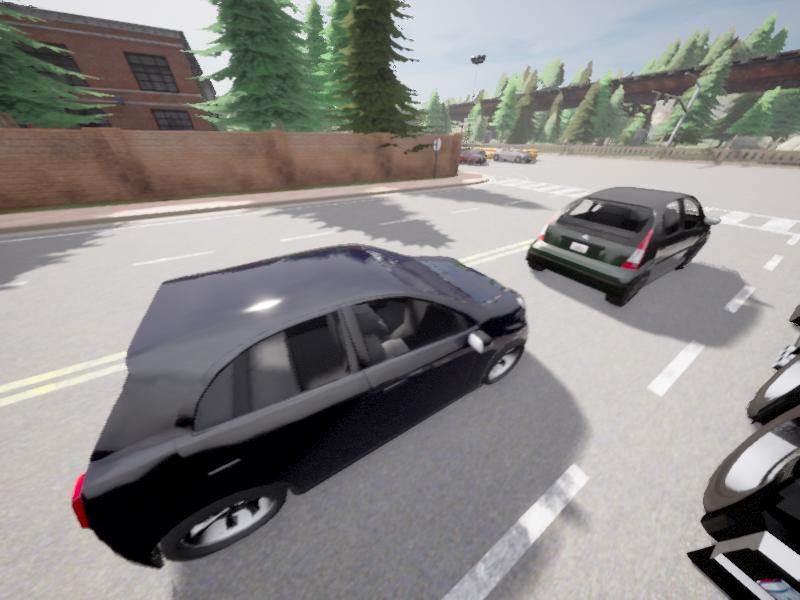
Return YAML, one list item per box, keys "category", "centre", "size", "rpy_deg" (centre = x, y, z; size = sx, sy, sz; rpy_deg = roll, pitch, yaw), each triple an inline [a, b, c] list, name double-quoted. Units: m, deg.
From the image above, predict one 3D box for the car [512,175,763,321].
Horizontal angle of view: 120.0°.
- category: "car"
  centre: [4.572, -1.360, 4.597]
  size: [3.988, 1.617, 1.851]
  rpy_deg: [-18, 39, -24]

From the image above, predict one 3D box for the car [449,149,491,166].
- category: "car"
  centre: [7.702, -15.966, 25.833]
  size: [1.994, 1.385, 4.181]
  rpy_deg: [-18, 39, -24]

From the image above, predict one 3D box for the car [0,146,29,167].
- category: "car"
  centre: [-37.784, -13.183, 21.258]
  size: [1.837, 1.490, 4.892]
  rpy_deg: [-18, 39, -24]

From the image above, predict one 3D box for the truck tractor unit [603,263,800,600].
- category: "truck tractor unit"
  centre: [5.109, -0.302, 0.792]
  size: [6.516, 4.208, 3.053]
  rpy_deg: [-18, 39, -24]

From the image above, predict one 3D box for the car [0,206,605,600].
- category: "car"
  centre: [-0.293, 0.255, 2.299]
  size: [3.633, 1.501, 1.845]
  rpy_deg: [-18, 39, -24]

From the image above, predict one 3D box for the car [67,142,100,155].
- category: "car"
  centre: [-52.804, -25.454, 38.648]
  size: [2.033, 1.649, 4.856]
  rpy_deg: [-25, 42, -32]

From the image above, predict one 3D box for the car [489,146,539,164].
- category: "car"
  centre: [13.877, -17.932, 28.493]
  size: [2.152, 1.651, 5.027]
  rpy_deg: [-18, 39, -24]
